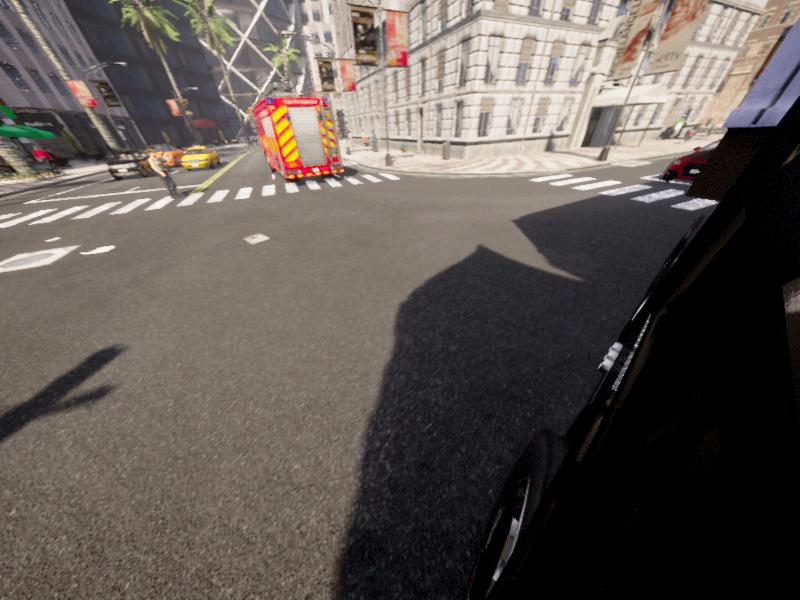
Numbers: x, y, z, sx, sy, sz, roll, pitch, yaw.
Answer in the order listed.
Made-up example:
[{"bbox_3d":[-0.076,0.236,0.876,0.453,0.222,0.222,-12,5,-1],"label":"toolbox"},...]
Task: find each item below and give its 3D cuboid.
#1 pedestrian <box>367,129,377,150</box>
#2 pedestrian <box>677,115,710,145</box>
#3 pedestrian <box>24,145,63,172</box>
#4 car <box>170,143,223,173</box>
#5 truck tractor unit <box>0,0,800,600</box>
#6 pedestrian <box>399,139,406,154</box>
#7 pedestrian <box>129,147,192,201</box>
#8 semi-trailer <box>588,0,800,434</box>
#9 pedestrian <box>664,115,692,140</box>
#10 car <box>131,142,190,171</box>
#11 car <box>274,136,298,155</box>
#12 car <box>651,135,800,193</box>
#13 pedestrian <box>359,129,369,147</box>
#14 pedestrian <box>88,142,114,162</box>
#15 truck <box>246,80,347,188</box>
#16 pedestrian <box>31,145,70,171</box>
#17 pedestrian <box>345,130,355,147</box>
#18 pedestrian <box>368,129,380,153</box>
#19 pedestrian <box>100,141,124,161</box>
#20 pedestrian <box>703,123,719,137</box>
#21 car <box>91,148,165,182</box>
[{"bbox_3d":[-3.147,-18.347,26.390,0.751,1.860,0.751,-16,39,-17],"label":"pedestrian"},{"bbox_3d":[22.629,-13.108,17.848,0.751,1.860,0.751,-25,42,-27],"label":"pedestrian"},{"bbox_3d":[-30.040,-11.939,19.515,0.751,1.860,0.751,-20,40,-22],"label":"pedestrian"},{"bbox_3d":[-16.441,-11.804,19.030,1.801,1.575,5.366,-17,39,-18],"label":"car"},{"bbox_3d":[2.645,-0.295,0.351,6.516,4.208,3.053,-28,44,-30],"label":"truck tractor unit"},{"bbox_3d":[0.216,-14.118,21.195,0.500,1.100,0.500,-12,38,-13],"label":"pedestrian"},{"bbox_3d":[-9.808,-5.195,9.562,0.751,1.860,0.751,-1,37,2],"label":"pedestrian"},{"bbox_3d":[9.355,-3.049,3.445,14.254,4.402,2.717,-20,40,-21],"label":"semi-trailer"},{"bbox_3d":[26.344,-16.338,21.916,0.751,1.860,0.751,-14,38,-15],"label":"pedestrian"},{"bbox_3d":[-21.237,-13.049,20.800,2.097,1.767,4.553,-17,39,-18],"label":"car"},{"bbox_3d":[-14.603,-19.840,29.569,2.152,1.651,5.027,-16,39,-17],"label":"car"},{"bbox_3d":[12.379,-5.274,8.762,4.181,1.385,1.994,-17,39,-18],"label":"car"},{"bbox_3d":[-4.635,-20.884,29.855,0.751,1.860,0.751,-18,39,-19],"label":"pedestrian"},{"bbox_3d":[-33.271,-16.492,25.765,0.751,1.860,0.751,-16,39,-17],"label":"pedestrian"},{"bbox_3d":[-6.338,-9.545,13.539,2.891,3.827,8.468,-22,41,-23],"label":"truck"},{"bbox_3d":[-30.420,-12.396,20.145,0.751,1.860,0.751,-14,38,-15],"label":"pedestrian"},{"bbox_3d":[-6.883,-22.289,31.860,0.751,1.860,0.751,-19,40,-21],"label":"pedestrian"},{"bbox_3d":[-2.487,-15.371,22.393,0.751,1.860,0.751,-18,40,-20],"label":"pedestrian"},{"bbox_3d":[-32.960,-17.032,26.465,0.751,1.860,0.751,-16,39,-17],"label":"pedestrian"},{"bbox_3d":[31.499,-17.199,23.378,0.500,1.100,0.500,-27,43,-29],"label":"pedestrian"},{"bbox_3d":[-18.647,-9.498,16.120,1.789,1.549,3.705,-17,39,-18],"label":"car"}]
